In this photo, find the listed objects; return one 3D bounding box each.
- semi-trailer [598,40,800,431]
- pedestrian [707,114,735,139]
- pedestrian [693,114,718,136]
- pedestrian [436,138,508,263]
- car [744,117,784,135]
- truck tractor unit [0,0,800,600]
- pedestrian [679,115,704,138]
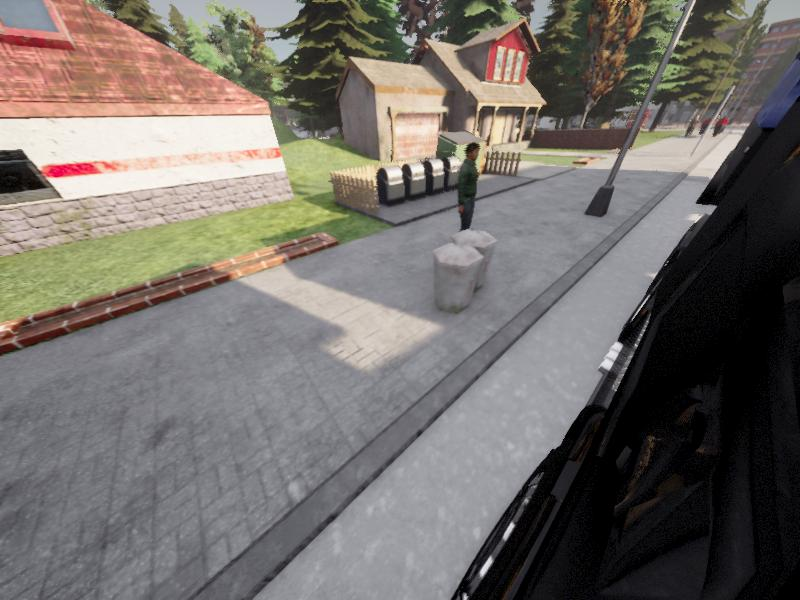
[{"bbox_3d":[8.692,-3.611,4.230,14.254,4.402,2.717,-28,44,-30],"label":"semi-trailer"},{"bbox_3d":[30.620,-16.599,22.078,0.751,1.860,0.751,27,46,34],"label":"pedestrian"},{"bbox_3d":[32.615,-18.633,24.666,0.751,1.860,0.751,-25,42,-27],"label":"pedestrian"},{"bbox_3d":[1.205,-1.729,4.116,0.751,1.860,0.751,22,43,29],"label":"pedestrian"},{"bbox_3d":[40.765,-19.596,25.966,4.193,1.474,1.816,-28,44,-30],"label":"car"},{"bbox_3d":[2.645,-0.295,0.352,6.516,4.208,3.053,-28,44,-30],"label":"truck tractor unit"},{"bbox_3d":[29.392,-17.473,23.323,0.751,1.860,0.751,-25,42,-27],"label":"pedestrian"}]
